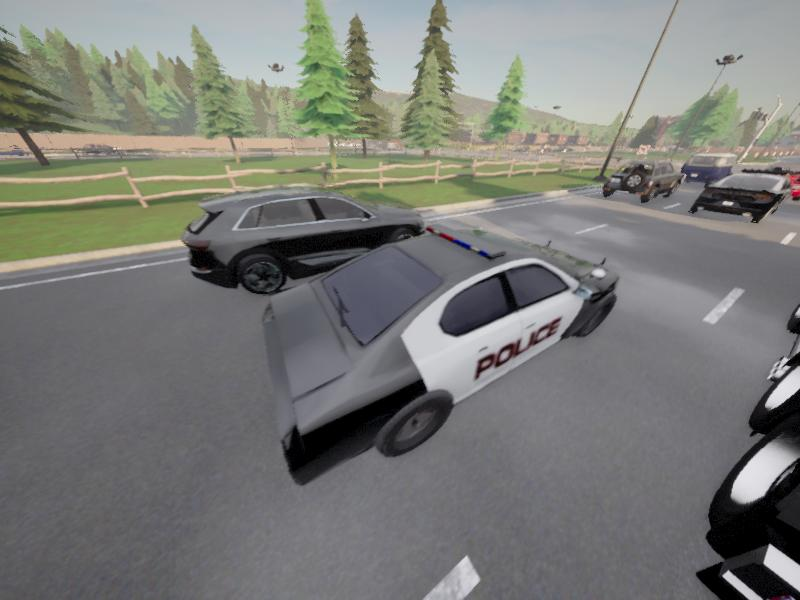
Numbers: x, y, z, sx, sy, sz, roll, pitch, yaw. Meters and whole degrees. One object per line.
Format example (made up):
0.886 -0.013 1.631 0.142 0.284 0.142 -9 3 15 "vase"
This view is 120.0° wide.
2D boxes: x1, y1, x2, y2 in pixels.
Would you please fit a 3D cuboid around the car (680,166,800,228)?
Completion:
14.297 -4.424 9.475 5.238 1.638 1.930 -18 38 -25 "car"

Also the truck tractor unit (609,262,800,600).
5.099 -0.294 0.896 6.516 4.208 3.053 -17 34 -26 "truck tractor unit"

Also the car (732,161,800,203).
21.876 -6.851 13.159 4.611 1.667 2.242 -18 38 -25 "car"

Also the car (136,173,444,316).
-1.674 -1.605 5.052 4.856 1.649 2.033 -18 38 -25 "car"

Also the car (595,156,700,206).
12.848 -6.333 12.054 4.605 1.855 1.932 -18 38 -25 "car"

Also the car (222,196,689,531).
0.995 -0.143 3.026 4.974 1.542 2.038 -18 38 -25 "car"

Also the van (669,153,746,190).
21.695 -9.197 16.329 4.442 1.987 1.775 -18 38 -25 "van"

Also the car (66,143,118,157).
-51.777 -25.451 39.026 4.605 1.855 1.932 -18 38 -23 "car"

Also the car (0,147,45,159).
-53.216 -20.217 31.758 4.181 1.385 1.994 -18 38 -25 "car"
